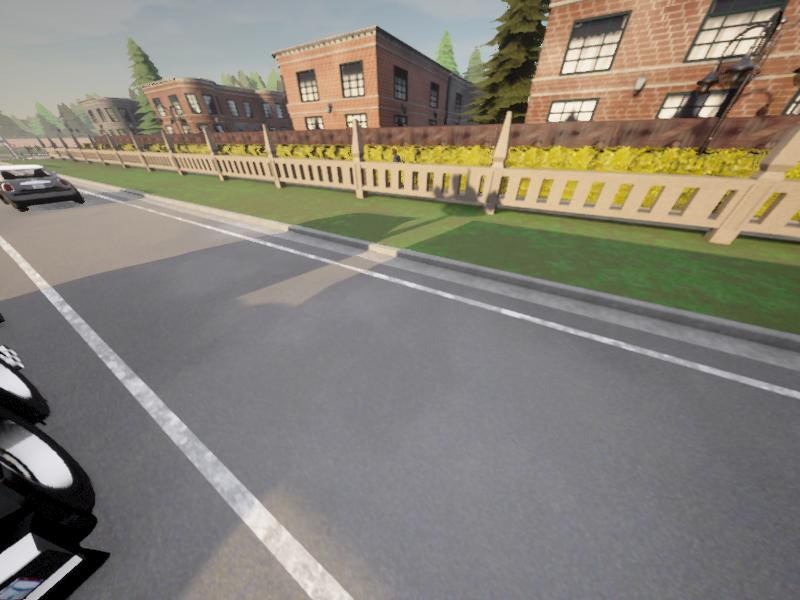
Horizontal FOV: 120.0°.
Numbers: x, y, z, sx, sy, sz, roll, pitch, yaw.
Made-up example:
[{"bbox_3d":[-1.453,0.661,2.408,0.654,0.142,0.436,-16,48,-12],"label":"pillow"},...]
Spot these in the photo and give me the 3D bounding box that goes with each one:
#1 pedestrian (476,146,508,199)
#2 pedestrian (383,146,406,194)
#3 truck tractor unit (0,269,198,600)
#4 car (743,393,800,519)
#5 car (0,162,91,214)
[{"bbox_3d":[3.846,-5.364,9.756,0.751,1.860,0.751,19,39,25],"label":"pedestrian"},{"bbox_3d":[-0.243,-6.082,10.821,0.751,1.860,0.751,17,38,23],"label":"pedestrian"},{"bbox_3d":[-5.117,-0.295,0.763,6.516,4.208,3.053,18,39,24],"label":"truck tractor unit"},{"bbox_3d":[4.484,1.466,0.207,3.866,1.878,1.905,18,39,24],"label":"car"},{"bbox_3d":[-15.875,-4.933,9.933,3.806,1.475,1.970,18,39,24],"label":"car"}]
